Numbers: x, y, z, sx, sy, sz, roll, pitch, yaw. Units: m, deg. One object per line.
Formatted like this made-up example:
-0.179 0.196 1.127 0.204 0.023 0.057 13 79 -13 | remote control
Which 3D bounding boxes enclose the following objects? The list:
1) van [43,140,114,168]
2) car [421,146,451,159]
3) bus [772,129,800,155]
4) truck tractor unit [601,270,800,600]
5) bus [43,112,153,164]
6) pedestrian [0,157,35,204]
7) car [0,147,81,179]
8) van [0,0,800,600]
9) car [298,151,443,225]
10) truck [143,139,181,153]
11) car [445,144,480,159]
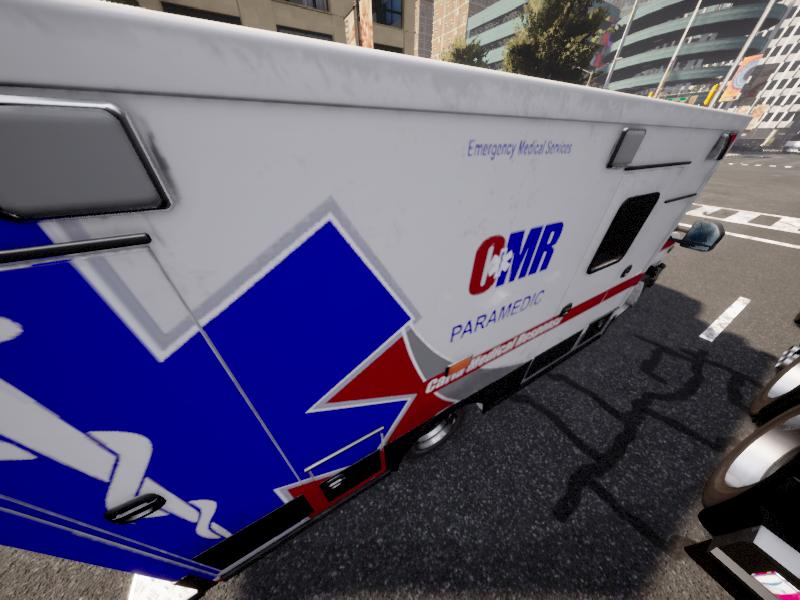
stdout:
-30.736 -14.192 22.359 2.069 2.038 4.480 -18 39 -24 | van
5.136 -21.684 33.903 1.812 1.442 4.674 -18 39 -24 | car
81.081 -30.763 45.034 3.944 4.253 10.273 17 38 23 | bus
5.120 -0.292 0.766 6.516 4.208 3.053 -18 39 -24 | truck tractor unit
-35.121 -19.407 27.878 3.944 4.253 10.273 -18 39 -24 | bus
-16.412 -5.031 9.429 0.751 1.860 0.751 28 43 33 | pedestrian
-27.144 -10.393 17.280 1.930 1.638 5.238 -18 39 -24 | car
0.985 -0.548 2.668 6.366 2.431 2.351 -18 39 -24 | van
-0.943 -4.299 8.518 4.605 1.855 1.932 -17 39 -24 | car
-45.493 -29.487 44.156 6.274 2.098 2.390 16 38 21 | truck
9.068 -21.802 33.902 2.242 1.667 4.611 -17 39 -24 | car
